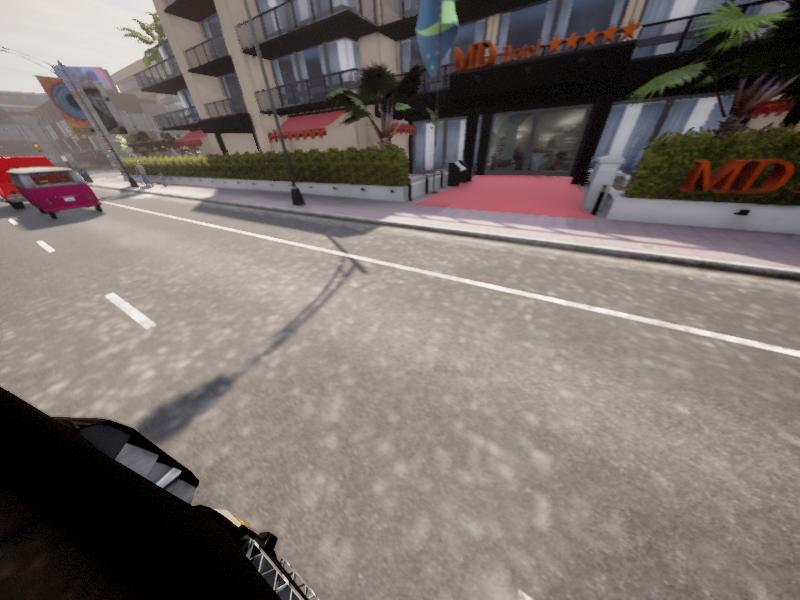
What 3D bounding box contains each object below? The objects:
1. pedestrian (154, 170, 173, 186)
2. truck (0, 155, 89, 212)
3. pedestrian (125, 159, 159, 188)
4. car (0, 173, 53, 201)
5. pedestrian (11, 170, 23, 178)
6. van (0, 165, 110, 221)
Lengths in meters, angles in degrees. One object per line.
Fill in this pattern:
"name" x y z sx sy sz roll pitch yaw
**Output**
"pedestrian" -18.968 -9.787 18.532 0.500 1.100 0.500 9 35 16
"truck" -22.088 -7.035 13.709 5.204 2.467 2.627 16 38 26
"pedestrian" -19.929 -9.788 17.915 0.751 1.860 0.751 -2 34 1
"car" -28.418 -8.467 17.177 3.806 1.475 1.970 16 38 26
"pedestrian" -62.366 -20.594 37.631 0.500 1.100 0.500 25 43 35
"van" -16.624 -5.246 11.104 4.442 1.987 1.775 16 38 26
